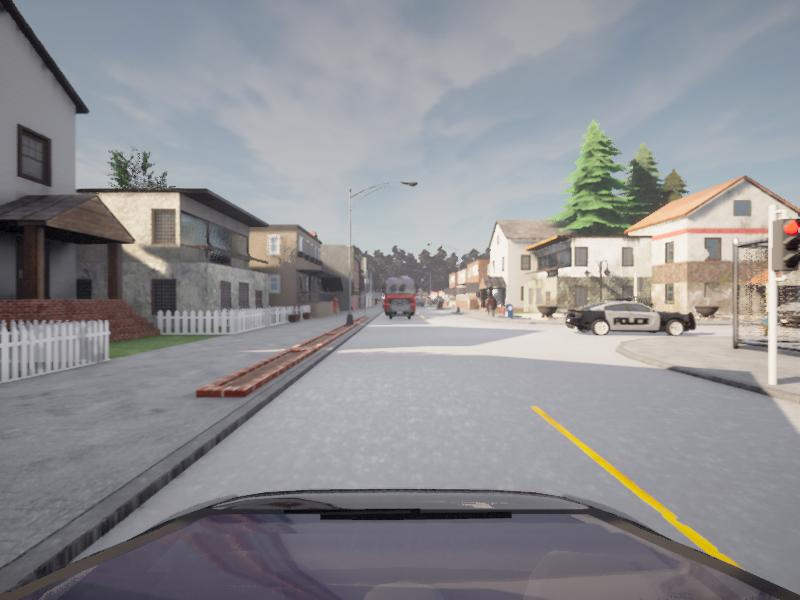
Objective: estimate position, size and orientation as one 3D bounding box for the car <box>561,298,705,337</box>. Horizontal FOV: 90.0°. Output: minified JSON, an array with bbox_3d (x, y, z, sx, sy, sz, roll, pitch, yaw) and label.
[{"bbox_3d":[10.259,0.731,17.976,5.238,1.638,1.930,0,0,5],"label":"car"}]

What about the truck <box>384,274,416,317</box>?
[{"bbox_3d":[-0.016,-0.407,40.498,2.891,3.827,8.468,0,0,0],"label":"truck"}]

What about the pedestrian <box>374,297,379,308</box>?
[{"bbox_3d":[-3.939,0.390,66.977,0.751,1.860,0.751,0,0,3],"label":"pedestrian"}]

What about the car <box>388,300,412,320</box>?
[{"bbox_3d":[0.001,0.745,32.223,1.789,1.549,3.705,0,0,0],"label":"car"}]

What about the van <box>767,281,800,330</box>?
[{"bbox_3d":[23.977,0.274,21.902,5.915,2.561,1.988,0,0,1],"label":"van"}]

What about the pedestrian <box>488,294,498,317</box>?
[{"bbox_3d":[7.518,0.454,32.390,0.751,1.860,0.751,0,0,8],"label":"pedestrian"}]

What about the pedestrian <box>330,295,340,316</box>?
[{"bbox_3d":[-5.702,0.457,35.230,0.751,1.860,0.751,0,0,-1],"label":"pedestrian"}]

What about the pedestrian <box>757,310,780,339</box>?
[{"bbox_3d":[14.897,0.981,16.174,0.500,1.100,0.500,0,0,17],"label":"pedestrian"}]
